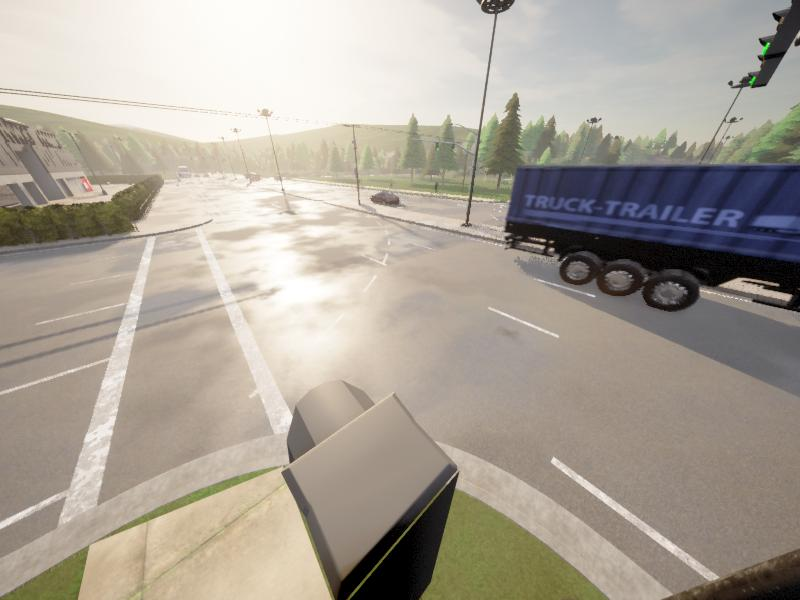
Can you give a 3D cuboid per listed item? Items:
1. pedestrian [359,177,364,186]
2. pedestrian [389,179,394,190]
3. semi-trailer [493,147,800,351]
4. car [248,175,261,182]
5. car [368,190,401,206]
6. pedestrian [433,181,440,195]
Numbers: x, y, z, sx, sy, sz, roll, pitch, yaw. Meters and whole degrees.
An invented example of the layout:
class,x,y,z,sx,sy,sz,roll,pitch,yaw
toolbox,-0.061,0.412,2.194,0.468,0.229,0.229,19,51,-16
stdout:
class,x,y,z,sx,sy,sz,roll,pitch,yaw
pedestrian,-8.753,-26.788,52.291,0.751,1.860,0.751,-22,37,-33
pedestrian,-1.658,-22.495,44.855,0.751,1.860,0.751,-22,37,-33
semi-trailer,10.301,-1.525,6.320,2.717,4.402,14.254,-24,38,-36
car,-46.582,-38.900,73.861,2.152,1.651,5.027,-23,37,-34
car,-1.993,-12.869,29.027,1.994,1.385,4.181,-24,38,-35
pedestrian,5.827,-17.958,36.996,0.751,1.860,0.751,-22,36,-33
